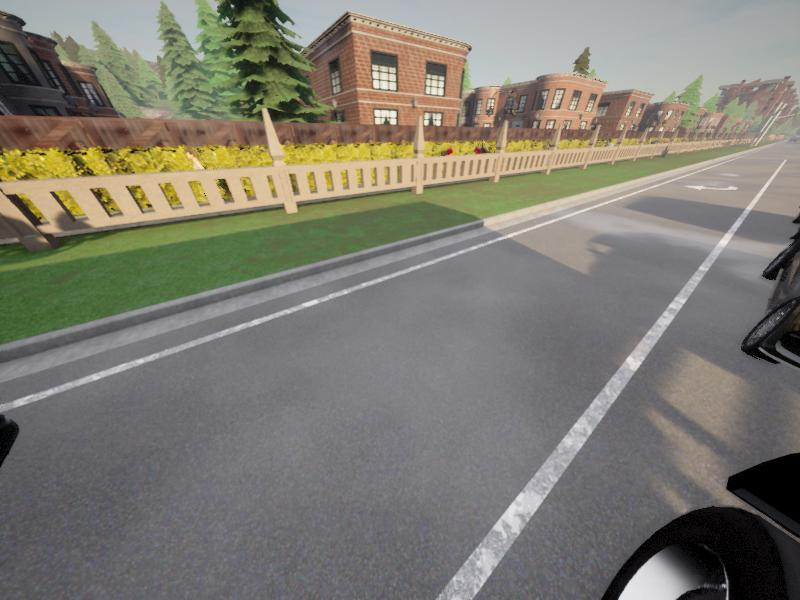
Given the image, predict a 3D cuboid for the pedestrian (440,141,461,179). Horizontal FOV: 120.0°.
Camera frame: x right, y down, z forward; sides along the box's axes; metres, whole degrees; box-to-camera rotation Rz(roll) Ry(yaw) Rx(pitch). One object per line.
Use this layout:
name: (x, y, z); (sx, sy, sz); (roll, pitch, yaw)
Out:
pedestrian: (3.015, -8.442, 13.954); (0.751, 1.860, 0.751); (-22, 40, -27)

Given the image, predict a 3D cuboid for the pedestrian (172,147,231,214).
pedestrian: (-6.411, -3.913, 7.592); (0.751, 1.860, 0.751); (-18, 39, -24)

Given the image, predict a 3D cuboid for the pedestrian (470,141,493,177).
pedestrian: (5.095, -8.847, 14.516); (0.751, 1.860, 0.751); (-25, 42, -31)

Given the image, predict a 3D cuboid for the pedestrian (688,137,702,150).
pedestrian: (54.787, -29.084, 42.901); (0.751, 1.860, 0.751); (-23, 41, -29)

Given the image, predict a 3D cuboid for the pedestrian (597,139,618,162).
pedestrian: (20.529, -14.831, 22.900); (0.751, 1.860, 0.751); (-26, 43, -32)

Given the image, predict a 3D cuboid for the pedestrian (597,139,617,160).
pedestrian: (22.442, -16.346, 25.037); (0.751, 1.860, 0.751); (-22, 40, -27)

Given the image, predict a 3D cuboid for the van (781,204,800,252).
van: (11.657, -2.411, 5.531); (4.442, 1.987, 1.775); (-22, 41, -28)

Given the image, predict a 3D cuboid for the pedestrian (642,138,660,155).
pedestrian: (33.836, -20.710, 31.152); (0.751, 1.860, 0.751); (-22, 41, -28)

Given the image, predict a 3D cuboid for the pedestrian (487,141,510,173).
pedestrian: (6.867, -10.020, 16.168); (0.751, 1.860, 0.751); (-14, 37, -18)

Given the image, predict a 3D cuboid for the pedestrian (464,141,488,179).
pedestrian: (4.505, -8.291, 13.730); (0.751, 1.860, 0.751); (-22, 41, -28)

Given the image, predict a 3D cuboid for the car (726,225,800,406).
car: (6.487, -0.150, 2.683); (5.027, 1.651, 2.152); (-22, 41, -28)

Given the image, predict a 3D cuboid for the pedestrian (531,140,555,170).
pedestrian: (10.761, -10.934, 17.437); (0.751, 1.860, 0.751); (-23, 41, -29)
